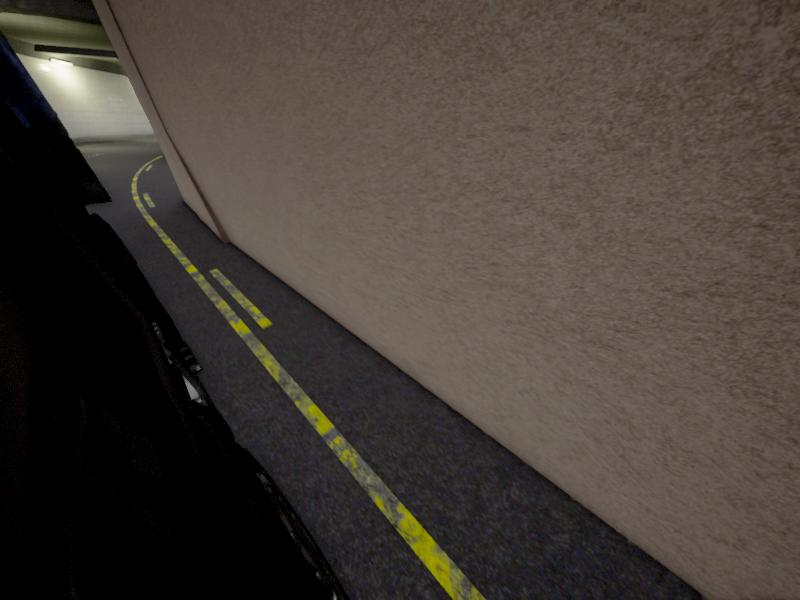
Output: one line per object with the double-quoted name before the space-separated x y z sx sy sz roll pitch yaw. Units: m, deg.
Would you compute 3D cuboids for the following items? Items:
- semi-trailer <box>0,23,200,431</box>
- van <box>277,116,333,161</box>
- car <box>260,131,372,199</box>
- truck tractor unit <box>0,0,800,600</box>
"semi-trailer" -8.602 -3.678 4.306 14.254 4.402 2.717 29 44 31
"van" -7.463 -12.546 17.830 2.351 2.431 6.366 -17 41 -24
"car" -3.401 -5.582 9.276 4.605 1.855 1.932 30 45 34
"truck tractor unit" -2.645 -0.295 0.351 6.516 4.208 3.053 28 44 30
